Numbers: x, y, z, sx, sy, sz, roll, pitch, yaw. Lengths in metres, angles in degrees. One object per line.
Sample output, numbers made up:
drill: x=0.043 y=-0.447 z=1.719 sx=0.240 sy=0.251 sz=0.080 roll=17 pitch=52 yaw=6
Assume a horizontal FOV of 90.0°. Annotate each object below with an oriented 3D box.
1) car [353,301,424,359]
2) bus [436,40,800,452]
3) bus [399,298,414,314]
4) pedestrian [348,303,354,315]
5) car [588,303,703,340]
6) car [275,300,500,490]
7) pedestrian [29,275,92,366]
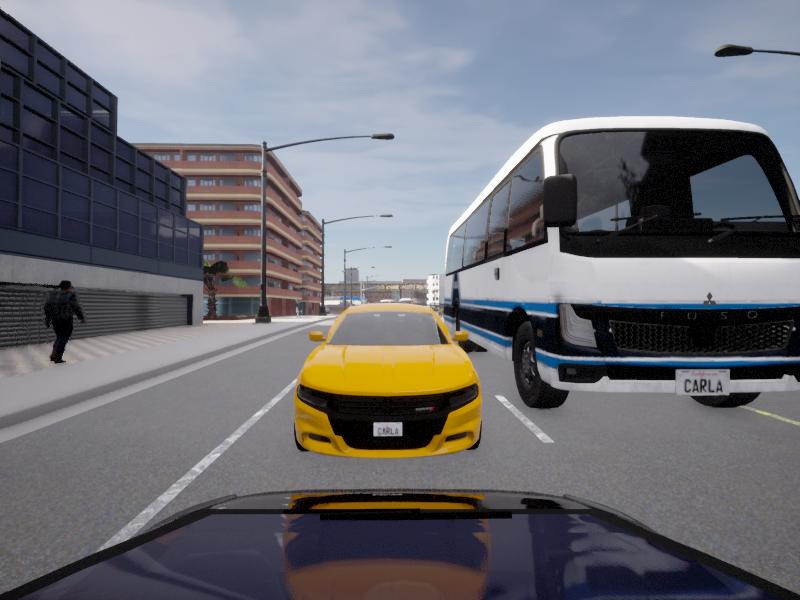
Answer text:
car: x=-0.325 y=0.768 z=12.619 sx=1.812 sy=1.442 sz=4.674 roll=0 pitch=1 yaw=-1
bus: x=3.384 y=-0.601 z=9.306 sx=3.944 sy=4.253 sz=10.273 roll=0 pitch=1 yaw=-1
bus: x=1.746 y=1.686 z=111.967 sx=3.944 sy=4.253 sz=10.273 roll=0 pitch=-1 yaw=-1
pedestrian: x=-7.286 y=1.336 z=59.501 sx=0.751 sy=1.860 sz=0.751 roll=0 pitch=-1 yaw=0
car: x=10.095 y=0.807 z=16.982 sx=1.895 sy=1.301 sz=4.718 roll=0 pitch=0 yaw=-1
car: x=-0.158 y=0.790 z=5.854 sx=1.882 sy=1.535 sz=5.008 roll=0 pitch=1 yaw=-1
pedestrian: x=-7.273 y=0.427 z=8.607 sx=0.751 sy=1.860 sz=0.751 roll=0 pitch=-1 yaw=-12
